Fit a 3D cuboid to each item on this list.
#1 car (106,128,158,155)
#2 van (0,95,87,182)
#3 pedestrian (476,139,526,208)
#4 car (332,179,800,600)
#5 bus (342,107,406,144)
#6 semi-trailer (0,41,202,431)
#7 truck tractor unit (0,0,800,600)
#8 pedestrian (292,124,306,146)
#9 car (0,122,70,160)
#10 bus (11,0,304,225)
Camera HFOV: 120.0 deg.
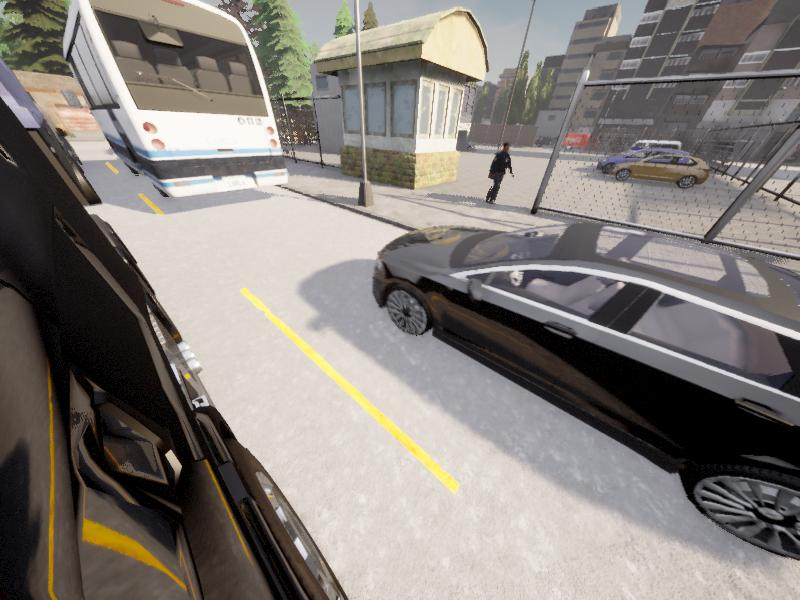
[{"bbox_3d":[-19.377,-11.485,16.692,1.895,1.301,4.718,-29,47,-35],"label":"car"},{"bbox_3d":[-16.116,-7.083,9.987,5.915,2.561,1.988,30,44,31],"label":"van"},{"bbox_3d":[3.189,-4.044,7.480,0.751,1.860,0.751,-5,37,-10],"label":"pedestrian"},{"bbox_3d":[1.791,0.048,2.428,4.902,1.511,2.128,28,44,30],"label":"car"},{"bbox_3d":[-3.820,-28.339,37.724,3.944,4.253,10.273,28,44,30],"label":"bus"},{"bbox_3d":[-8.708,-3.599,4.216,14.254,4.402,2.717,28,44,30],"label":"semi-trailer"},{"bbox_3d":[-2.645,-0.295,0.352,6.516,4.208,3.053,28,44,30],"label":"truck tractor unit"},{"bbox_3d":[-10.945,-17.825,24.994,0.751,1.860,0.751,28,44,30],"label":"pedestrian"},{"bbox_3d":[-21.606,-9.227,13.319,3.705,1.549,1.789,21,40,23],"label":"car"},{"bbox_3d":[-8.499,-6.537,8.294,10.273,4.253,3.944,29,44,31],"label":"bus"}]
